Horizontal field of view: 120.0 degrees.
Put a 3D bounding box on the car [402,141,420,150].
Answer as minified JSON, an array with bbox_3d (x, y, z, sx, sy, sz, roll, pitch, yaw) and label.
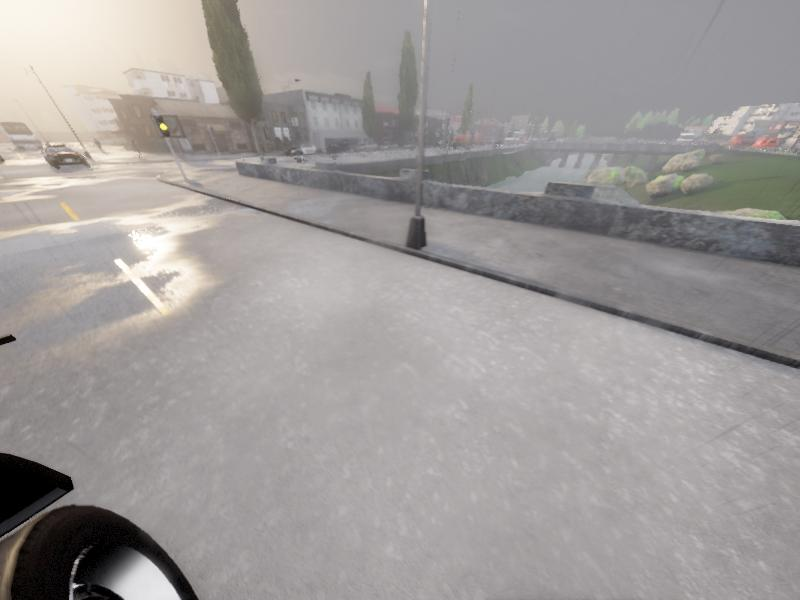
[{"bbox_3d":[2.383,-33.316,49.744,1.851,1.617,3.988,22,41,28],"label":"car"}]

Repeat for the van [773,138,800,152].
[{"bbox_3d":[91.140,-35.960,53.520,2.351,2.431,6.366,22,41,28],"label":"van"}]

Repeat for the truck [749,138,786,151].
[{"bbox_3d":[87.899,-37.342,55.420,2.627,2.467,5.204,22,41,28],"label":"truck"}]

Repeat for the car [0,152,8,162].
[{"bbox_3d":[-41.838,-14.845,23.196,3.988,1.617,1.851,22,41,28],"label":"car"}]

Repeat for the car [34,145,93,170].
[{"bbox_3d":[-28.644,-12.219,19.644,4.974,1.542,2.038,22,41,28],"label":"car"}]

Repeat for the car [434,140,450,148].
[{"bbox_3d":[10.854,-40.168,59.497,1.930,1.638,5.238,22,41,28],"label":"car"}]

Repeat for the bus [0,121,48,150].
[{"bbox_3d":[-73.680,-31.897,44.791,10.273,4.253,3.944,22,41,28],"label":"bus"}]

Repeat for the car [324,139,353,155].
[{"bbox_3d":[-9.528,-23.797,35.908,1.905,1.878,3.866,23,41,28],"label":"car"}]

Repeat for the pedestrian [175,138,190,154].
[{"bbox_3d":[-31.512,-22.346,33.477,0.751,1.860,0.751,-6,36,-8],"label":"pedestrian"}]

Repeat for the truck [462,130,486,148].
[{"bbox_3d":[20.709,-45.030,64.569,2.891,3.827,8.468,22,41,28],"label":"truck"}]

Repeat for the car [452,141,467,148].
[{"bbox_3d":[15.192,-39.627,58.902,1.816,1.474,4.193,22,41,28],"label":"car"}]

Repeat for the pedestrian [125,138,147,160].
[{"bbox_3d":[-28.049,-16.047,24.558,0.751,1.860,0.751,25,42,30],"label":"pedestrian"}]

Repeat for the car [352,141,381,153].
[{"bbox_3d":[-5.773,-26.726,40.324,2.152,1.651,5.027,23,41,28],"label":"car"}]

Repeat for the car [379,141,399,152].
[{"bbox_3d":[-2.081,-29.713,44.600,1.851,1.617,3.988,22,41,28],"label":"car"}]

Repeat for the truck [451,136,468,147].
[{"bbox_3d":[17.314,-45.723,66.701,2.627,2.467,5.204,22,41,28],"label":"truck"}]

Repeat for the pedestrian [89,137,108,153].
[{"bbox_3d":[-44.124,-22.667,33.818,0.751,1.860,0.751,20,40,25],"label":"pedestrian"}]

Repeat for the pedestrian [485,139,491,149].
[{"bbox_3d":[19.497,-34.670,51.368,0.751,1.860,0.751,23,41,29],"label":"pedestrian"}]

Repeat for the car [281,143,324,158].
[{"bbox_3d":[-13.271,-20.602,31.661,2.038,1.542,4.974,23,41,28],"label":"car"}]
